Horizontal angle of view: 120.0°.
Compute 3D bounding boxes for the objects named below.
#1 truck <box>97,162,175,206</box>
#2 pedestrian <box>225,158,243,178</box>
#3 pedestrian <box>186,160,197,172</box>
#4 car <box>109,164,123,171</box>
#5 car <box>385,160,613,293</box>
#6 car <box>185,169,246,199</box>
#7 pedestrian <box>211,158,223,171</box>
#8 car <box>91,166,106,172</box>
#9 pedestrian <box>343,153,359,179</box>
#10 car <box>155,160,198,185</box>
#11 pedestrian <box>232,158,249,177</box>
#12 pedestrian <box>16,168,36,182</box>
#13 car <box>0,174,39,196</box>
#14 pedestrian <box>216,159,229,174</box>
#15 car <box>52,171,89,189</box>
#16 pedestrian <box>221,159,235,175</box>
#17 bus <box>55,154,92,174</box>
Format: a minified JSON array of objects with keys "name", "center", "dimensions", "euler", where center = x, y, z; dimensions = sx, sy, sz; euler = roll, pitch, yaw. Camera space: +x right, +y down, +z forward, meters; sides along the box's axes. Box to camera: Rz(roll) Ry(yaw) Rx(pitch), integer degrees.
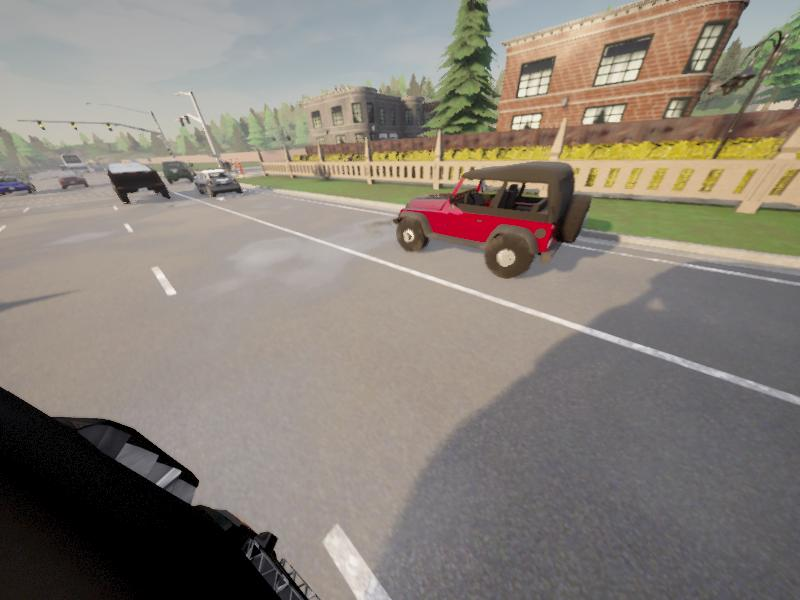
[{"name":"truck","center":[-17.934,-8.039,15.623],"dimensions":[6.274,2.098,2.390],"euler":[25,42,35]},{"name":"pedestrian","center":[-18.370,-14.642,25.620],"dimensions":[0.751,1.860,0.751],"euler":[15,37,25]},{"name":"pedestrian","center":[-38.179,-24.483,42.306],"dimensions":[0.751,1.860,0.751],"euler":[17,38,28]},{"name":"car","center":[-83.073,-38.709,67.521],"dimensions":[3.988,1.617,1.851],"euler":[23,41,34]},{"name":"car","center":[1.783,-1.963,5.153],"dimensions":[3.866,1.878,1.905],"euler":[23,41,34]},{"name":"car","center":[-12.727,-8.102,15.920],"dimensions":[3.806,1.475,1.970],"euler":[23,41,34]},{"name":"pedestrian","center":[-31.557,-23.357,39.843],"dimensions":[0.751,1.860,0.751],"euler":[23,41,33]},{"name":"car","center":[-85.669,-37.267,65.616],"dimensions":[5.357,1.411,2.033],"euler":[23,41,34]},{"name":"pedestrian","center":[-4.177,-11.558,19.915],"dimensions":[0.751,1.860,0.751],"euler":[17,38,28]},{"name":"car","center":[-24.364,-14.182,25.495],"dimensions":[2.150,2.045,5.566],"euler":[-21,37,-26]},{"name":"pedestrian","center":[-18.012,-14.964,26.086],"dimensions":[0.751,1.860,0.751],"euler":[-1,33,2]},{"name":"pedestrian","center":[-58.857,-19.644,36.384],"dimensions":[0.751,1.860,0.751],"euler":[26,43,36]},{"name":"car","center":[-36.695,-10.959,21.972],"dimensions":[4.193,1.474,1.816],"euler":[23,41,34]},{"name":"pedestrian","center":[-25.981,-19.526,33.885],"dimensions":[0.751,1.860,0.751],"euler":[27,43,37]},{"name":"car","center":[-36.546,-13.404,25.719],"dimensions":[4.674,1.442,1.812],"euler":[24,41,34]},{"name":"pedestrian","center":[-24.242,-18.732,32.552],"dimensions":[0.751,1.860,0.751],"euler":[23,41,33]},{"name":"bus","center":[-87.401,-36.579,62.086],"dimensions":[10.273,4.253,3.944],"euler":[23,41,34]}]
